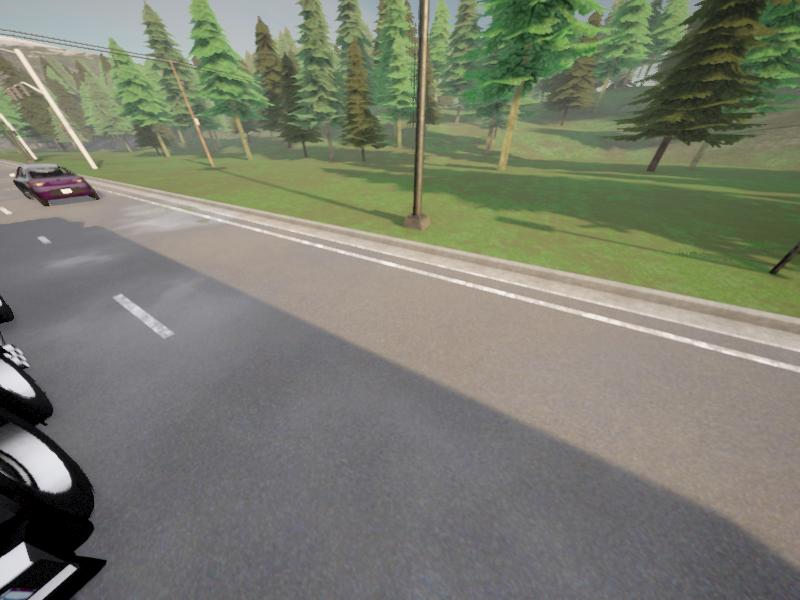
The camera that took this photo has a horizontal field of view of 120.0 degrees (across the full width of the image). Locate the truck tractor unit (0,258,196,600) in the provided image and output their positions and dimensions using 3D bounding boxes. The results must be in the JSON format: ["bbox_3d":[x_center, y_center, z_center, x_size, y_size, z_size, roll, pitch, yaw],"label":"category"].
[{"bbox_3d":[-5.097,-0.315,0.792,6.516,4.208,3.053,19,39,25],"label":"truck tractor unit"}]

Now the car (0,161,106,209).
[{"bbox_3d":[-16.059,-5.415,10.627,4.193,1.474,1.816,18,39,24],"label":"car"}]
